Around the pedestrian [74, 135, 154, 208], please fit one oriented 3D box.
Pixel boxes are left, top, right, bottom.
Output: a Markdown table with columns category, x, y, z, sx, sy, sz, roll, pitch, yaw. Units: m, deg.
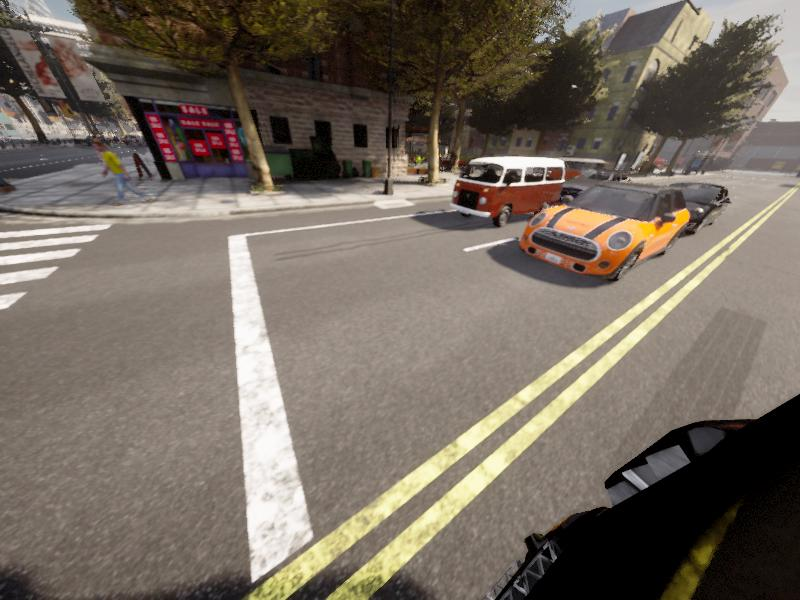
| category | x | y | z | sx | sy | sz | roll | pitch | yaw |
| --- | --- | --- | --- | --- | --- | --- | --- | --- | --- |
| pedestrian | -8.829 | -3.984 | 7.210 | 0.751 | 1.860 | 0.751 | 21 | 38 | 25 |

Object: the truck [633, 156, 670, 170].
| category | x | y | z | sx | sy | sz | roll | pitch | yaw |
| --- | --- | --- | --- | --- | --- | --- | --- | --- | --- |
| truck | 62.880 | -34.337 | 57.846 | 2.627 | 2.467 | 5.204 | -17 | 39 | -27 |

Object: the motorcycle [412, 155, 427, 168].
| category | x | y | z | sx | sy | sz | roll | pitch | yaw |
| --- | --- | --- | --- | --- | --- | --- | --- | --- | --- |
| motorcycle | 2.347 | -16.641 | 27.663 | 0.803 | 1.145 | 2.033 | 27 | 39 | 15 |

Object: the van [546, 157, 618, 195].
| category | x | y | z | sx | sy | sz | roll | pitch | yaw |
| --- | --- | --- | --- | --- | --- | --- | --- | --- | --- |
| van | 12.729 | -9.061 | 16.665 | 1.775 | 1.987 | 4.442 | 6 | 34 | 4 |

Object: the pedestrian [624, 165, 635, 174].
| category | x | y | z | sx | sy | sz | roll | pitch | yaw |
| --- | --- | --- | --- | --- | --- | --- | --- | --- | --- |
| pedestrian | 32.780 | -18.624 | 32.985 | 0.500 | 1.100 | 0.500 | -12 | 36 | -21 |

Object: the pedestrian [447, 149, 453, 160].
| category | x | y | z | sx | sy | sz | roll | pitch | yaw |
| --- | --- | --- | --- | --- | --- | --- | --- | --- | --- |
| pedestrian | 10.209 | -29.838 | 47.321 | 0.751 | 1.860 | 0.751 | -18 | 39 | -28 |

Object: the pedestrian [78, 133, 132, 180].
| category | x | y | z | sx | sy | sz | roll | pitch | yaw |
| --- | --- | --- | --- | --- | --- | --- | --- | --- | --- |
| pedestrian | -14.031 | -6.842 | 11.082 | 0.751 | 1.860 | 0.751 | -17 | 38 | -27 |

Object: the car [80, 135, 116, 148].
| category | x | y | z | sx | sy | sz | roll | pitch | yaw |
| --- | --- | --- | --- | --- | --- | --- | --- | --- | --- |
| car | -46.274 | -24.419 | 35.515 | 1.837 | 1.490 | 4.892 | -17 | 39 | -27 |

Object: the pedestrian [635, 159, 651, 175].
| category | x | y | z | sx | sy | sz | roll | pitch | yaw |
| --- | --- | --- | --- | --- | --- | --- | --- | --- | --- |
| pedestrian | 33.528 | -18.305 | 31.881 | 0.751 | 1.860 | 0.751 | -22 | 41 | -33 |

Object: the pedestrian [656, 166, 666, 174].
| category | x | y | z | sx | sy | sz | roll | pitch | yaw |
| --- | --- | --- | --- | --- | --- | --- | --- | --- | --- |
| pedestrian | 42.316 | -21.136 | 37.474 | 0.500 | 1.100 | 0.500 | -18 | 39 | -28 |

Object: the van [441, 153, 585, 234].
| category | x | y | z | sx | sy | sz | roll | pitch | yaw |
| --- | --- | --- | --- | --- | --- | --- | --- | --- | --- |
| van | 4.039 | -4.015 | 8.404 | 4.480 | 2.038 | 2.069 | -18 | 39 | -28 |

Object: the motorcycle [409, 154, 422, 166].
| category | x | y | z | sx | sy | sz | roll | pitch | yaw |
| --- | --- | --- | --- | --- | --- | --- | --- | --- | --- |
| motorcycle | 1.866 | -17.215 | 28.411 | 0.856 | 1.236 | 1.805 | 18 | 37 | 22 |

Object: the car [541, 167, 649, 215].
| category | x | y | z | sx | sy | sz | roll | pitch | yaw |
| --- | --- | --- | --- | --- | --- | --- | --- | --- | --- |
| car | 9.905 | -5.691 | 11.738 | 5.027 | 1.651 | 2.152 | -18 | 39 | -28 |

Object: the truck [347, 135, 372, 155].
| category | x | y | z | sx | sy | sz | roll | pitch | yaw |
| --- | --- | --- | --- | --- | --- | --- | --- | --- | --- |
| truck | -10.434 | -39.505 | 58.730 | 2.891 | 3.827 | 8.468 | -17 | 39 | -27 |

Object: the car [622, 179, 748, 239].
| category | x | y | z | sx | sy | sz | roll | pitch | yaw |
| --- | --- | --- | --- | --- | --- | --- | --- | --- | --- |
| car | 11.179 | -3.741 | 9.038 | 4.892 | 1.490 | 1.837 | -18 | 39 | -28 |

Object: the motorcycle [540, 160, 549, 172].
| category | x | y | z | sx | sy | sz | roll | pitch | yaw |
| --- | --- | --- | --- | --- | --- | --- | --- | --- | --- |
| motorcycle | 19.107 | -17.722 | 30.501 | 0.764 | 1.277 | 2.356 | 9 | 33 | 27 |

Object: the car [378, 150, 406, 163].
| category | x | y | z | sx | sy | sz | roll | pitch | yaw |
| --- | --- | --- | --- | --- | --- | --- | --- | --- | --- |
| car | -1.364 | -22.475 | 36.103 | 2.231 | 1.521 | 4.892 | -17 | 39 | -27 |

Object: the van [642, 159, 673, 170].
| category | x | y | z | sx | sy | sz | roll | pitch | yaw |
| --- | --- | --- | --- | --- | --- | --- | --- | --- | --- |
| van | 66.038 | -34.875 | 59.314 | 2.069 | 2.038 | 4.480 | -17 | 39 | -27 |

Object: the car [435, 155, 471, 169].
| category | x | y | z | sx | sy | sz | roll | pitch | yaw |
| --- | --- | --- | --- | --- | --- | --- | --- | --- | --- |
| car | 7.005 | -18.570 | 31.058 | 1.895 | 1.301 | 4.718 | -17 | 39 | -27 |

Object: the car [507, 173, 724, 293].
| category | x | y | z | sx | sy | sz | roll | pitch | yaw |
| --- | --- | --- | --- | --- | --- | --- | --- | --- | --- |
| car | 5.222 | -1.986 | 5.684 | 4.553 | 1.767 | 2.097 | -17 | 39 | -28 |
